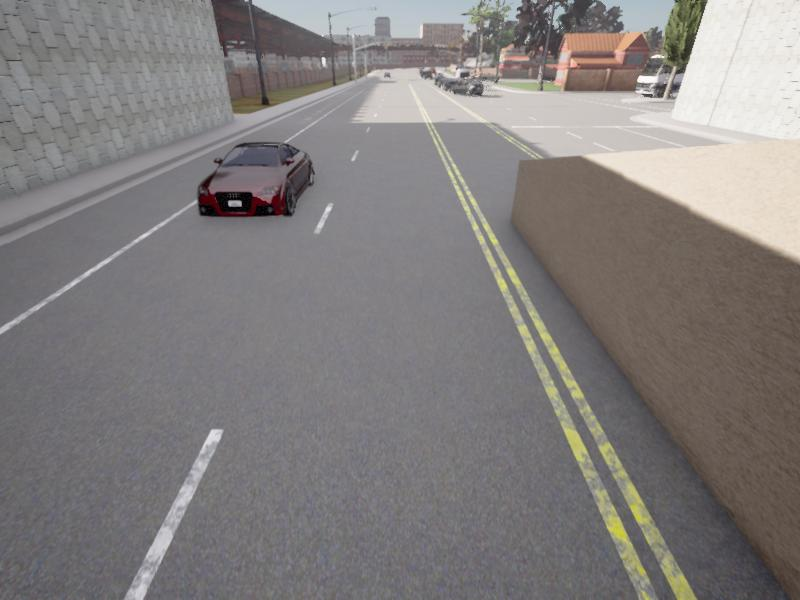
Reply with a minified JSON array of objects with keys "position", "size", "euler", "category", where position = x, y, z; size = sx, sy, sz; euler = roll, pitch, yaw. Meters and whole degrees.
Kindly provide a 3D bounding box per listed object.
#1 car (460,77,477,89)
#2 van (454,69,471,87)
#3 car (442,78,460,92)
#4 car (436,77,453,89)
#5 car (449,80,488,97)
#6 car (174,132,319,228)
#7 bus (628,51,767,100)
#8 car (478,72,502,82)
[{"position":[10.549,-33.630,61.950],"size":[1.970,1.475,3.806],"euler":[0,30,0],"category":"car"},{"position":[10.523,-37.619,67.710],"size":[1.988,2.561,5.915],"euler":[0,30,0],"category":"van"},{"position":[7.042,-29.717,55.251],"size":[1.837,1.490,4.892],"euler":[0,30,0],"category":"car"},{"position":[7.017,-34.387,63.323],"size":[2.033,1.411,5.357],"euler":[0,30,0],"category":"car"},{"position":[7.783,-24.450,46.225],"size":[2.007,1.525,4.514],"euler":[-16,34,-25],"category":"car"},{"position":[-3.494,-3.203,10.102],"size":[1.994,1.385,4.181],"euler":[0,30,0],"category":"car"},{"position":[30.429,-23.263,41.515],"size":[10.273,4.253,3.944],"euler":[0,30,-1],"category":"bus"},{"position":[19.719,-48.752,87.378],"size":[4.605,1.855,1.932],"euler":[-1,30,-1],"category":"car"}]
